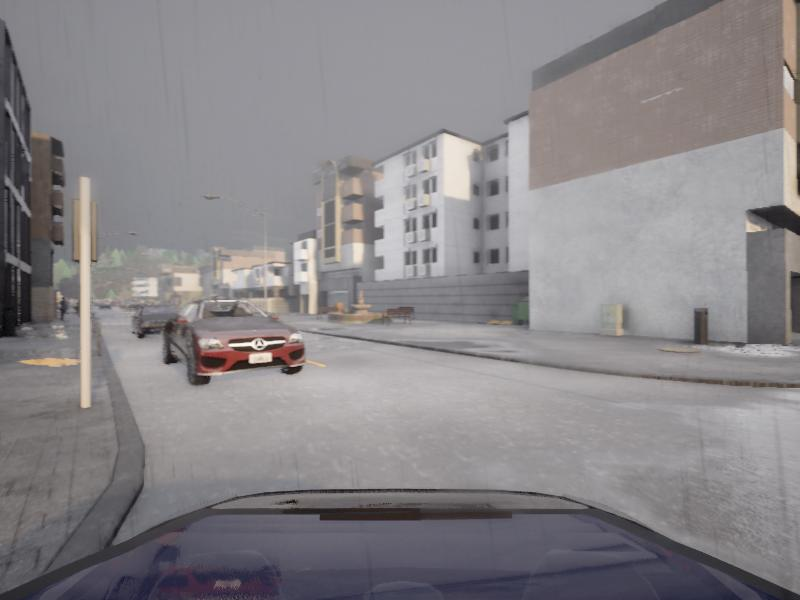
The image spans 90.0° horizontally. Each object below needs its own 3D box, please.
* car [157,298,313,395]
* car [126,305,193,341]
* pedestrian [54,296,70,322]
[{"bbox_3d":[-4.167,0.802,9.493,2.152,1.651,5.027,0,0,-38],"label":"car"},{"bbox_3d":[-11.381,0.948,18.719,2.033,1.411,5.357,0,0,-38],"label":"car"},{"bbox_3d":[-24.754,0.640,29.329,0.751,1.860,0.751,0,0,-30],"label":"pedestrian"}]
